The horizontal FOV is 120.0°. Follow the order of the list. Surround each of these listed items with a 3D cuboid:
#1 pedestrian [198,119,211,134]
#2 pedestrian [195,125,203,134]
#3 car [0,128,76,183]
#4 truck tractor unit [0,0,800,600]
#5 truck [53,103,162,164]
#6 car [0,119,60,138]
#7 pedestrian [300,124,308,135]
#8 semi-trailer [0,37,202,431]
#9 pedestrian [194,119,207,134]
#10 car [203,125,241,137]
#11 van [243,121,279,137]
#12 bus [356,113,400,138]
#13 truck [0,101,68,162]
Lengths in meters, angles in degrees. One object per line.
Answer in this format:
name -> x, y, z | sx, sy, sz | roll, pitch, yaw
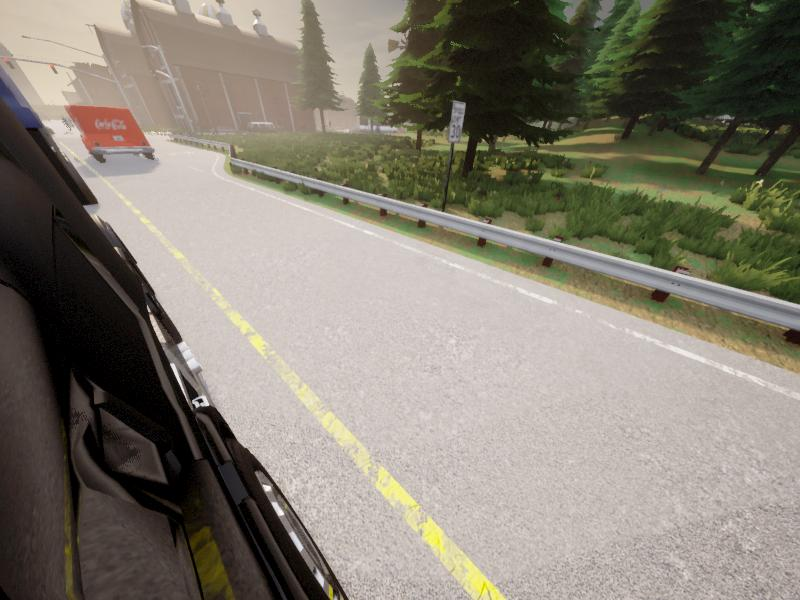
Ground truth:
pedestrian -> -31.384, -27.873, 37.132 | 0.751, 1.860, 0.751 | 19, 40, 20
pedestrian -> -32.020, -27.138, 36.746 | 0.500, 1.100, 0.500 | -26, 46, -33
car -> -16.060, -6.230, 9.719 | 4.902, 1.511, 2.128 | 27, 43, 29
truck tractor unit -> -2.645, -0.295, 0.351 | 6.516, 4.208, 3.053 | 28, 44, 30
truck -> -17.143, -9.796, 13.595 | 5.204, 2.467, 2.627 | 27, 43, 29
car -> -38.396, -17.312, 23.259 | 1.994, 1.385, 4.181 | 8, 37, 7
pedestrian -> -20.132, -35.799, 48.431 | 0.751, 1.860, 0.751 | 27, 43, 29
semi-trailer -> -8.745, -3.574, 4.180 | 14.254, 4.402, 2.717 | 28, 43, 29
pedestrian -> -32.065, -27.911, 37.141 | 0.751, 1.860, 0.751 | 25, 42, 27
car -> -27.758, -26.437, 36.146 | 1.994, 1.385, 4.181 | 27, 43, 29
van -> -23.828, -29.453, 39.861 | 2.069, 2.038, 4.480 | 28, 43, 29
bus -> -4.821, -40.450, 53.904 | 3.944, 4.253, 10.273 | 28, 43, 29
truck -> -21.925, -9.539, 12.953 | 5.204, 2.467, 2.627 | 27, 43, 28
